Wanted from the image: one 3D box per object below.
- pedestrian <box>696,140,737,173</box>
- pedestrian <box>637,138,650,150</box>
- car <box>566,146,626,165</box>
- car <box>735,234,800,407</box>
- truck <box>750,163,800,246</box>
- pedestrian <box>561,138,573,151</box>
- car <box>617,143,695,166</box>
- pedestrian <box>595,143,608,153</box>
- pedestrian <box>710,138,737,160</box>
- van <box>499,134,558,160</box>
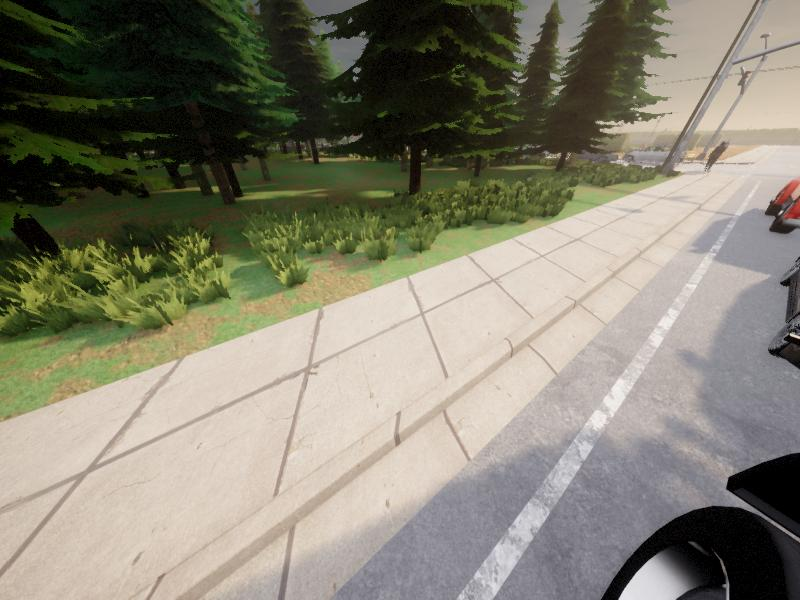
[{"bbox_3d":[21.611,-9.842,15.847,0.751,1.860,0.751,23,41,29],"label":"pedestrian"},{"bbox_3d":[44.941,-28.843,42.628,0.751,1.860,0.751,-27,43,-33],"label":"pedestrian"},{"bbox_3d":[20.417,-15.265,24.303,1.994,1.385,4.181,-22,41,-28],"label":"car"},{"bbox_3d":[6.441,-0.038,2.633,4.902,1.511,2.128,-22,41,-28],"label":"car"},{"bbox_3d":[12.429,-3.012,5.959,5.204,2.467,2.627,-23,41,-28],"label":"truck"},{"bbox_3d":[28.776,-26.787,39.818,0.751,1.860,0.751,-3,35,-4],"label":"pedestrian"},{"bbox_3d":[25.537,-14.725,23.241,2.242,1.667,4.611,-22,40,-28],"label":"car"},{"bbox_3d":[29.833,-22.508,34.228,0.751,1.300,0.751,5,35,7],"label":"pedestrian"},{"bbox_3d":[33.565,-15.655,23.997,0.751,1.860,0.751,22,41,28],"label":"pedestrian"},{"bbox_3d":[15.931,-19.416,29.208,1.988,2.561,5.915,-22,41,-28],"label":"van"}]
